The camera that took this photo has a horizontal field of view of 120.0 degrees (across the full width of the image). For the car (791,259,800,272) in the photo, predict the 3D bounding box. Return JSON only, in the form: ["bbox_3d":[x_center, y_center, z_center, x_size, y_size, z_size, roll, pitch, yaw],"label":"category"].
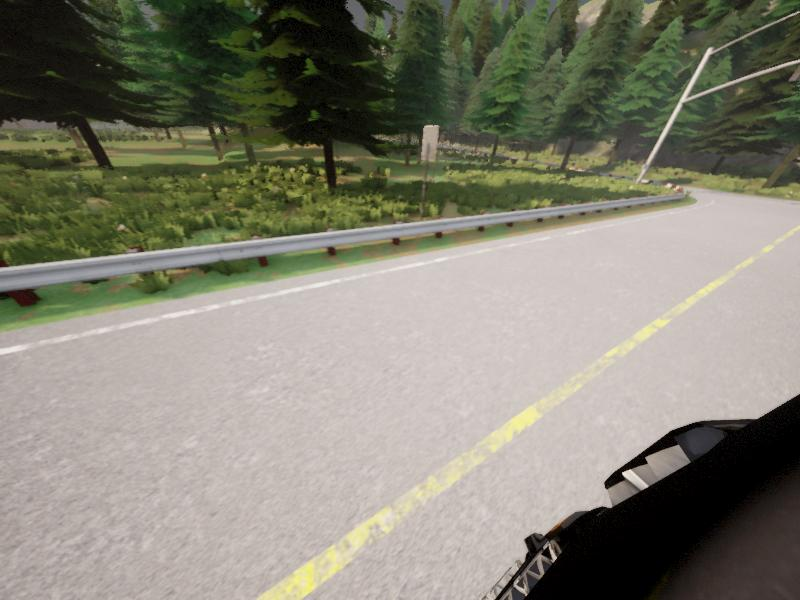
[{"bbox_3d":[12.587,-1.458,5.622,4.611,1.667,2.242,-15,37,-25],"label":"car"}]
